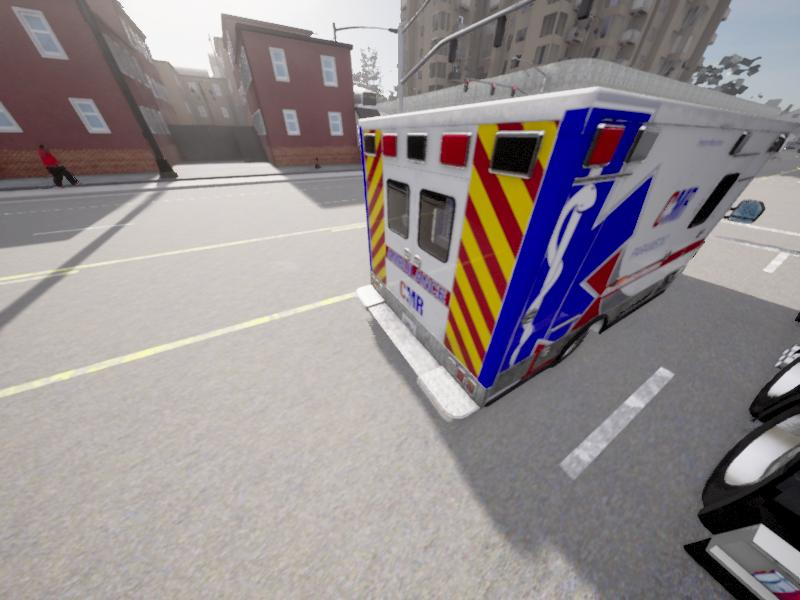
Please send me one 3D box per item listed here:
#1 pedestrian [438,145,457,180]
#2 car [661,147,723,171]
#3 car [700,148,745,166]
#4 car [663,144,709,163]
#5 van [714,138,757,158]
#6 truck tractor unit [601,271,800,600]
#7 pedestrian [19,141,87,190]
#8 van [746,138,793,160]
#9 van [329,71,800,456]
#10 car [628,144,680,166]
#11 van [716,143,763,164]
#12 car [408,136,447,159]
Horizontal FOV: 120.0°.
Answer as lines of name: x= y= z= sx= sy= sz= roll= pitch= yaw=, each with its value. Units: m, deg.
pedestrian: x=3.038 y=-8.942 z=15.030 sx=0.751 sy=1.860 sz=0.751 roll=-7 pitch=36 yaw=-10
car: x=27.442 y=-13.314 z=21.732 sx=4.856 sy=1.649 sz=2.033 roll=-18 pitch=39 yaw=-24
car: x=35.809 y=-15.953 z=25.655 sx=3.633 sy=1.501 sz=1.845 roll=-18 pitch=39 yaw=-24
car: x=35.575 y=-18.300 z=28.751 sx=4.553 sy=1.767 sz=2.097 roll=-18 pitch=39 yaw=-24
van: x=53.493 y=-24.321 z=36.849 sx=5.915 sy=2.561 sz=1.988 roll=-18 pitch=39 yaw=-24
truck tractor unit: x=5.122 y=-0.291 z=0.758 sx=6.516 sy=4.208 sz=3.053 roll=-18 pitch=39 yaw=-23
pedestrian: x=-15.902 y=-6.195 z=10.668 sx=0.751 sy=1.860 sz=0.751 roll=-19 pitch=39 yaw=-25
van: x=54.084 y=-22.199 z=33.838 sx=5.915 sy=2.561 sz=1.988 roll=-18 pitch=39 yaw=-24
van: x=2.635 y=-1.103 z=3.444 sx=6.366 sy=2.431 sz=2.351 roll=-18 pitch=39 yaw=-24
car: x=27.352 y=-15.705 z=24.918 sx=4.605 sy=1.855 sz=1.932 roll=-17 pitch=39 yaw=-24
van: x=40.902 y=-17.765 z=27.879 sx=4.442 sy=1.987 sz=1.775 roll=-18 pitch=39 yaw=-24
car: x=3.200 y=-18.735 z=28.237 sx=1.930 sy=1.638 sz=5.238 roll=-18 pitch=44 yaw=-24
